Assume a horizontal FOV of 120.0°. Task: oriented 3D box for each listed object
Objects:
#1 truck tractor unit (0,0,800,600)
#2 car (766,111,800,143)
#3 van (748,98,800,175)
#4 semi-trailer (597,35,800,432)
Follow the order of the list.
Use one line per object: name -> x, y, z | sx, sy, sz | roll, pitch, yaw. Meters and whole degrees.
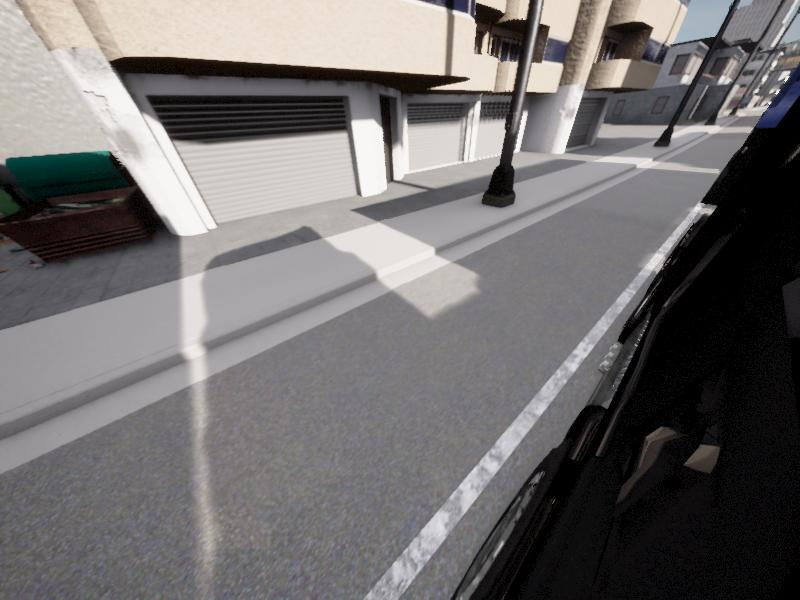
truck tractor unit -> 2.645, -0.295, 0.351 | 6.516, 4.208, 3.053 | -28, 44, -30
car -> 28.284, -12.217, 16.222 | 4.902, 1.511, 2.128 | -28, 44, -27
van -> 18.125, -7.217, 9.929 | 6.366, 2.431, 2.351 | -27, 43, -28
semi-trailer -> 8.735, -3.587, 4.180 | 14.254, 4.402, 2.717 | -28, 43, -29
